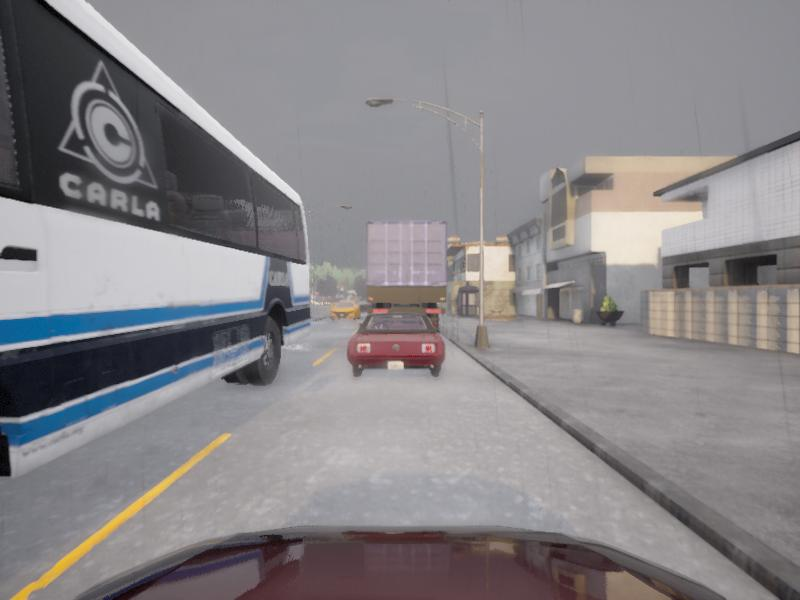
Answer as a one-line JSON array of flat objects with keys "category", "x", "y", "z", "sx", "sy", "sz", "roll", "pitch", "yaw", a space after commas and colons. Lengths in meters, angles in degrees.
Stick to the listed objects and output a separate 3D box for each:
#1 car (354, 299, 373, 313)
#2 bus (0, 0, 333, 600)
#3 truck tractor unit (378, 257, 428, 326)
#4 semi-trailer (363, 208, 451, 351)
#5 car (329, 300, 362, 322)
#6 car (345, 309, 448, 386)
[{"category": "car", "x": -4.355, "y": 0.740, "z": 48.924, "sx": 1.930, "sy": 1.638, "sz": 5.238, "roll": 0, "pitch": 0, "yaw": -1}, {"category": "bus", "x": -3.769, "y": -0.551, "z": 5.183, "sx": 3.944, "sy": 4.253, "sz": 10.273, "roll": 0, "pitch": 2, "yaw": 1}, {"category": "truck tractor unit", "x": 0.113, "y": -0.541, "z": 27.407, "sx": 3.053, "sy": 4.208, "sz": 6.516, "roll": 0, "pitch": 1, "yaw": -1}, {"category": "semi-trailer", "x": 0.177, "y": -0.629, "z": 19.498, "sx": 2.717, "sy": 4.402, "sz": 14.254, "roll": 0, "pitch": 0, "yaw": 0}, {"category": "car", "x": -4.168, "y": 0.803, "z": 31.186, "sx": 1.882, "sy": 1.535, "sz": 5.008, "roll": 0, "pitch": 0, "yaw": 0}, {"category": "car", "x": -0.073, "y": 0.939, "z": 9.718, "sx": 1.895, "sy": 1.301, "sz": 4.718, "roll": 0, "pitch": 0, "yaw": 0}]
